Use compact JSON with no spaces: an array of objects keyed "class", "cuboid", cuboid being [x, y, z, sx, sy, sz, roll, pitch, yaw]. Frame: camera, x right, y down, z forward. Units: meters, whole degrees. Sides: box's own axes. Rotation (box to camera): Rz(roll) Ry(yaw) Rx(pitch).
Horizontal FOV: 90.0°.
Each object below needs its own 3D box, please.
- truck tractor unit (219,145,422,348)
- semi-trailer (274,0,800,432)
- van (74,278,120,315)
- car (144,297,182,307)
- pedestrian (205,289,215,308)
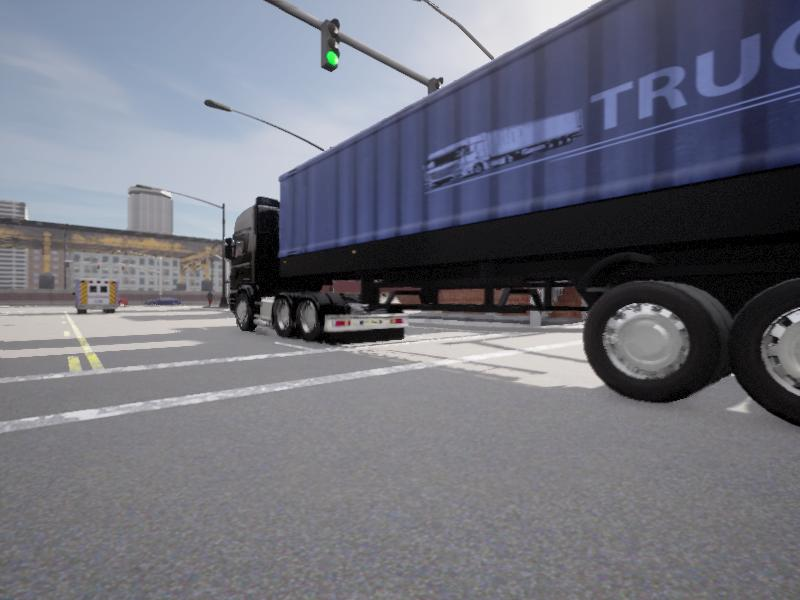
[{"class":"truck tractor unit","cuboid":[-2.712,-1.119,11.753,3.053,4.208,6.516,0,0,-40]},{"class":"semi-trailer","cuboid":[2.424,-1.213,5.734,2.717,4.402,14.254,0,0,-40]},{"class":"van","cuboid":[-22.528,-0.229,29.604,2.351,2.431,6.366,0,0,-40]},{"class":"car","cuboid":[-35.171,0.263,59.381,4.674,1.442,1.812,0,0,-40]},{"class":"pedestrian","cuboid":[-18.914,-0.116,39.761,0.751,1.860,0.751,0,0,-39]}]
